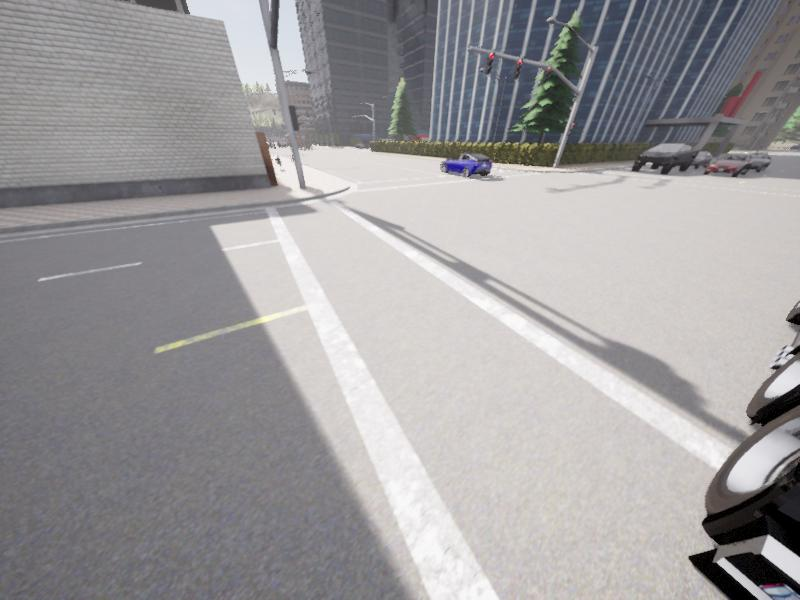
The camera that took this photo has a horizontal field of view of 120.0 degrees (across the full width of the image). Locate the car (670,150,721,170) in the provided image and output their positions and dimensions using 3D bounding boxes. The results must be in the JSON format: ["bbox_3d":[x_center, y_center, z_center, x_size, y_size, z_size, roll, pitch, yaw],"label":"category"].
[{"bbox_3d":[29.798,-14.182,23.321,4.674,1.442,1.812,-18,39,-24],"label":"car"}]

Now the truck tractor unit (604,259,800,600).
[{"bbox_3d":[5.102,-0.308,0.807,6.516,4.208,3.053,-18,39,-25],"label":"truck tractor unit"}]

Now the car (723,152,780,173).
[{"bbox_3d":[32.356,-12.683,21.253,4.181,1.385,1.994,-19,39,-25],"label":"car"}]

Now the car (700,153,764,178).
[{"bbox_3d":[26.301,-10.741,18.325,4.193,1.474,1.816,-18,39,-24],"label":"car"}]

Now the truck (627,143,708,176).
[{"bbox_3d":[22.995,-12.226,19.888,6.274,2.098,2.390,-18,39,-24],"label":"truck"}]

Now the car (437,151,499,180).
[{"bbox_3d":[5.055,-10.559,17.956,2.007,1.525,4.514,-15,38,-20],"label":"car"}]
